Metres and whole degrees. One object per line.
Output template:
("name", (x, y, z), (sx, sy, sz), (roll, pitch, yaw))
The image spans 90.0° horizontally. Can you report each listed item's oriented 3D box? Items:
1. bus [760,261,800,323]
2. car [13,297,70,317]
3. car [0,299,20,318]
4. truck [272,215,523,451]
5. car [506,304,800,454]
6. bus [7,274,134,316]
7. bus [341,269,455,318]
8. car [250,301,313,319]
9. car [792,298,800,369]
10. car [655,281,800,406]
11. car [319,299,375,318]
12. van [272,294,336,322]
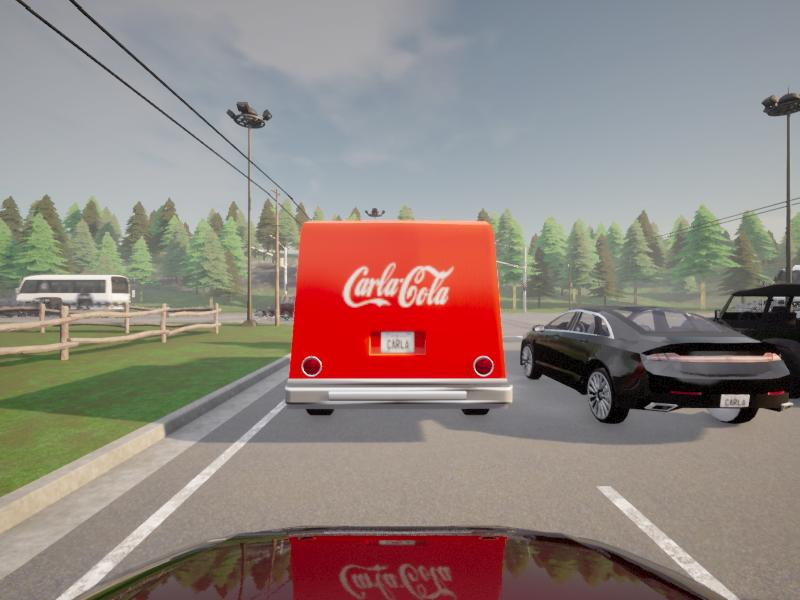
("bus", (32.673, -0.532, 28.619), (10.273, 4.253, 3.944), (0, 0, 0))
("car", (-35.152, 0.646, 39.300), (3.866, 1.878, 1.905), (0, 0, 0))
("car", (-37.369, 0.756, 35.817), (4.611, 1.667, 2.242), (0, 0, 0))
("truck", (-0.037, 0.354, 6.792), (2.627, 2.467, 5.204), (0, 0, 0))
("car", (3.464, 0.836, 6.582), (2.128, 1.511, 4.902), (0, 0, 0))
("bus", (-34.894, -0.534, 42.703), (10.273, 4.253, 3.944), (0, 0, 0))
("bus", (-0.297, -0.536, 38.533), (10.273, 4.253, 3.944), (0, -1, 27))
("car", (-10.184, 0.851, 34.648), (4.792, 1.488, 2.163), (0, 0, 13))
("car", (10.472, 0.781, 7.069), (2.152, 1.651, 5.027), (0, 0, 0))
("car", (6.960, 0.646, 7.491), (1.905, 1.878, 3.866), (0, 0, 0))
("car", (-4.842, 0.757, 36.604), (4.611, 1.667, 2.242), (0, 0, 21))
("van", (-7.186, 0.599, 30.087), (4.442, 1.987, 1.775), (0, -1, 21))
